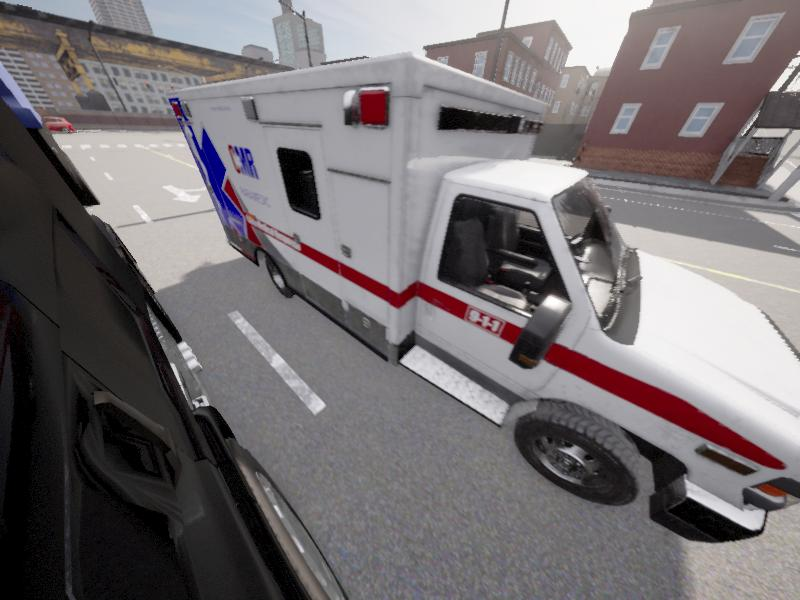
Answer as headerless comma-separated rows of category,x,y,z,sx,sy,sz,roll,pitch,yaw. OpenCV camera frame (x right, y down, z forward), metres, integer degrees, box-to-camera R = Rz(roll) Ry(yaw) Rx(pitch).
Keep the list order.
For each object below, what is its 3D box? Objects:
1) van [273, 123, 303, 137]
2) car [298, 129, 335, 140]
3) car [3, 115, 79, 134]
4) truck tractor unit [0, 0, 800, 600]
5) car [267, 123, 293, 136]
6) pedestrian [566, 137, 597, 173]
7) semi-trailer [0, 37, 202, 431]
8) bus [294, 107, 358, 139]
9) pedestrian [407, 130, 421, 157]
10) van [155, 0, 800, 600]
van,-21.313,-32.432,44.054,1.775,1.987,4.442,28,44,30
car,-13.838,-27.541,38.468,2.033,1.411,5.357,28,44,30
car,-42.801,-21.042,27.744,2.242,1.667,4.611,28,44,30
truck tractor unit,-2.645,-0.295,0.352,6.516,4.208,3.053,28,44,30
car,-23.863,-33.912,45.955,1.905,1.878,3.866,28,44,30
pedestrian,11.502,-9.212,14.675,0.751,1.860,0.751,32,45,33
semi-trailer,-8.730,-3.582,4.197,14.254,4.402,2.717,28,43,29
bus,-13.209,-32.424,42.649,3.944,4.253,10.273,28,44,30
pedestrian,1.196,-13.338,19.713,0.751,1.860,0.751,27,43,29
van,-0.048,-0.938,2.866,6.366,2.431,2.351,28,44,30
